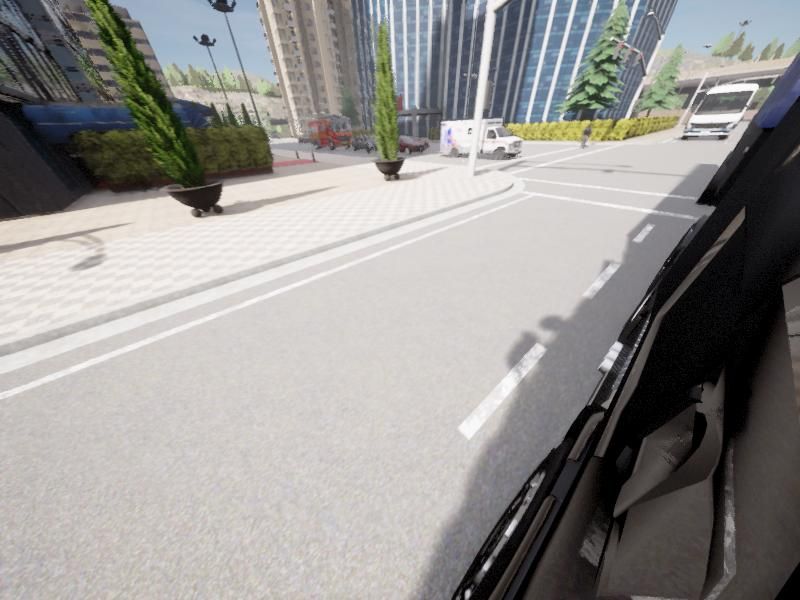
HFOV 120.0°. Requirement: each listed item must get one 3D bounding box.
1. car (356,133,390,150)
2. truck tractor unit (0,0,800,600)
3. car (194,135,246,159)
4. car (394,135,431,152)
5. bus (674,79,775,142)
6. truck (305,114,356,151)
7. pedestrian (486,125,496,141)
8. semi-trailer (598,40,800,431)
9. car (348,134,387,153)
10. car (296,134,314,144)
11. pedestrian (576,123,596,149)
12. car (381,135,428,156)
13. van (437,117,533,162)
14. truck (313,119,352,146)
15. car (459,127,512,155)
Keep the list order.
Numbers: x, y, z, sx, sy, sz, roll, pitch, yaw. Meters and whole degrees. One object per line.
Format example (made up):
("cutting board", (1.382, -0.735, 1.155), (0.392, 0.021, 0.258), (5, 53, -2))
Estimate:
("car", (-3.773, -21.859, 31.814), (1.930, 1.638, 5.238), (-29, 44, -30))
("truck tractor unit", (2.645, -0.295, 0.351), (6.516, 4.208, 3.053), (-28, 44, -30))
("car", (-21.879, -18.995, 28.484), (2.390, 2.098, 6.274), (-8, 37, -7))
("car", (1.418, -18.267, 26.905), (1.994, 1.385, 4.181), (-28, 43, -30))
("bus", (33.538, -19.425, 24.046), (10.273, 4.253, 3.944), (-28, 44, -30))
("truck", (-9.986, -23.708, 32.852), (2.891, 3.827, 8.468), (-27, 43, -29))
("pedestrian", (12.623, -23.209, 32.125), (0.751, 1.860, 0.751), (-25, 42, -27))
("semi-trailer", (8.693, -3.603, 4.243), (14.254, 4.402, 2.717), (-28, 44, -30))
("car", (-3.917, -18.745, 27.623), (2.242, 1.667, 4.611), (-28, 44, -30))
("car", (-22.181, -37.516, 53.820), (2.097, 1.767, 4.553), (-28, 44, -30))
("pedestrian", (16.683, -14.714, 20.740), (0.751, 1.860, 0.751), (20, 42, 27))
("car", (0.354, -15.821, 23.550), (1.882, 1.535, 5.008), (-28, 44, -30))
("van", (6.070, -12.331, 17.771), (2.351, 2.431, 6.366), (-29, 44, -30))
("truck", (-12.977, -32.122, 44.317), (2.891, 3.827, 8.468), (-28, 44, -30))
("car", (7.559, -14.345, 20.820), (1.905, 1.878, 3.866), (-28, 45, -30))
